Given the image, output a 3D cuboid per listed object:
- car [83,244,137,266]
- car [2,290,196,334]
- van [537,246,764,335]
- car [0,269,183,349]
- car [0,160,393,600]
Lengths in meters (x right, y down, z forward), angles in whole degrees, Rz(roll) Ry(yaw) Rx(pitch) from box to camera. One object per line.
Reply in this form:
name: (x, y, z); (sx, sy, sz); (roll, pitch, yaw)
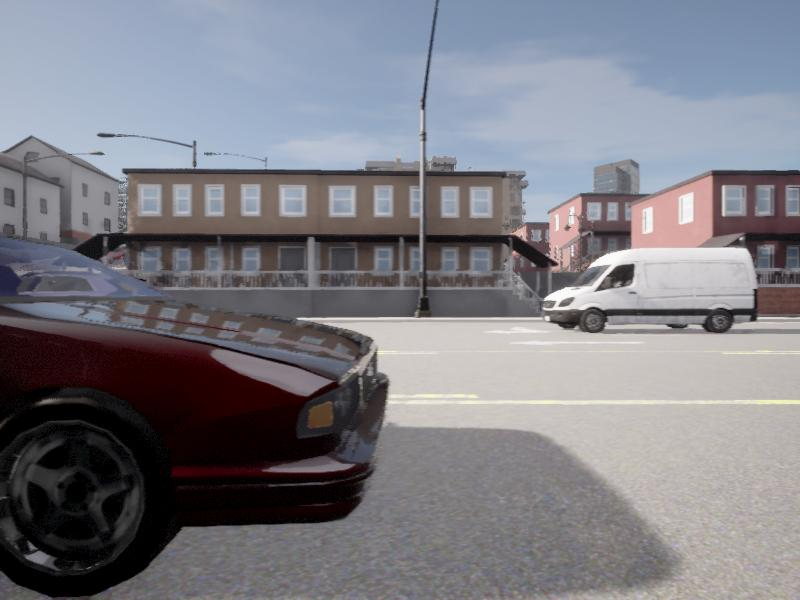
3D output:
car: (-28.709, -4.509, 39.836); (2.007, 1.525, 4.514); (0, 14, -1)
car: (-9.251, 0.350, 12.593); (4.718, 1.301, 1.895); (0, 0, 1)
van: (7.616, -0.281, 12.634); (5.915, 2.561, 1.988); (0, 0, 1)
car: (-7.970, 0.183, 9.197); (4.856, 1.649, 2.033); (0, 0, 0)
car: (-2.742, 0.297, 2.211); (5.357, 1.411, 2.033); (0, 0, 0)
